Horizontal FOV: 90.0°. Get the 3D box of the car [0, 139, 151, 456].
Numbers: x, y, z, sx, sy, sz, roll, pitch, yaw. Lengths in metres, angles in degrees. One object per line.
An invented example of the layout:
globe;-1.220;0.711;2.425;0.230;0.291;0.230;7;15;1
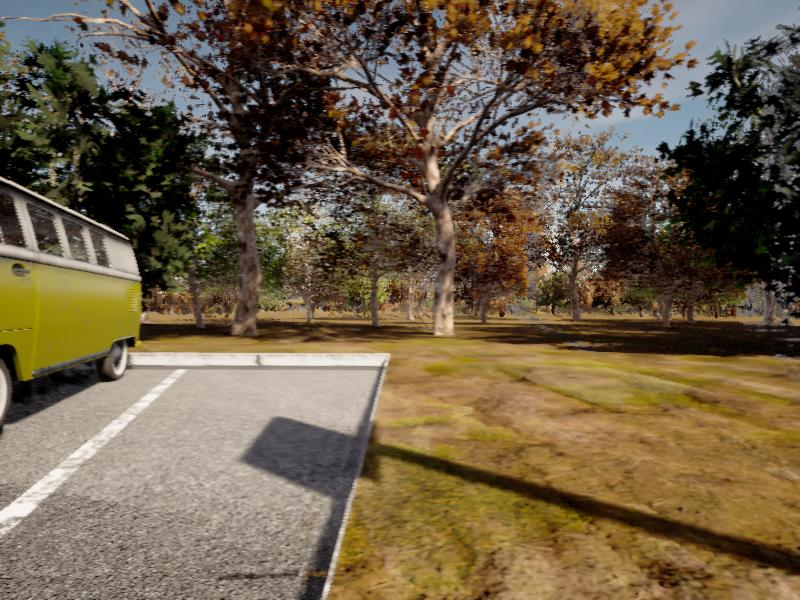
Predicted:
car;-3.805;-0.002;3.407;1.878;1.987;4.442;1;-1;-19
